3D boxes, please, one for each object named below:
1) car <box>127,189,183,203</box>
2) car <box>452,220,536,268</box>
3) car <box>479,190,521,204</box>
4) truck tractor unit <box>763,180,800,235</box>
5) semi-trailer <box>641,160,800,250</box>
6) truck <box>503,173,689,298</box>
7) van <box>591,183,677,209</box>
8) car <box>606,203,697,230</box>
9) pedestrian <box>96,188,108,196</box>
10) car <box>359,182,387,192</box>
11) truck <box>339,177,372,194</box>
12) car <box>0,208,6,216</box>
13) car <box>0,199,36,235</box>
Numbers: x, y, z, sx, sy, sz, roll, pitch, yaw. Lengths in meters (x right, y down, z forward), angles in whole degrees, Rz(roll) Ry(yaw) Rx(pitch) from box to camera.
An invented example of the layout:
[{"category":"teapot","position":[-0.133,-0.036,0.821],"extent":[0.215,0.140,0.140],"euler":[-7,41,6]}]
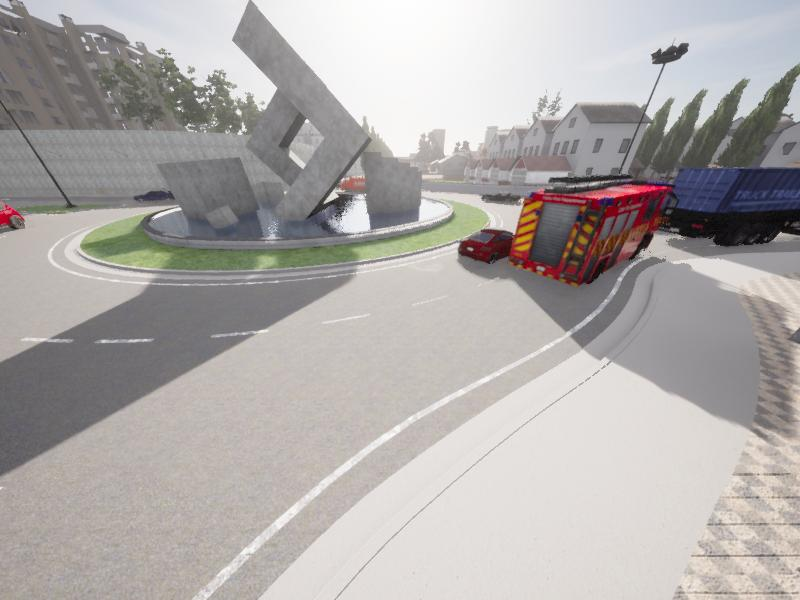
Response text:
[{"category":"car","position":[-32.817,-14.032,31.170],"extent":[4.674,1.442,1.812],"euler":[-11,32,-18]},{"category":"car","position":[5.034,-3.118,12.341],"extent":[4.181,1.385,1.994],"euler":[-21,36,-31]},{"category":"car","position":[13.313,-13.729,30.794],"extent":[4.718,1.301,1.895],"euler":[15,33,25]},{"category":"truck tractor unit","position":[31.221,-6.620,15.553],"extent":[6.516,4.208,3.053],"euler":[-2,30,-3]},{"category":"semi-trailer","position":[23.421,-6.074,14.409],"extent":[14.254,4.402,2.717],"euler":[-5,30,-10]},{"category":"truck","position":[8.997,-3.516,10.580],"extent":[8.468,3.827,2.891],"euler":[-19,35,-29]},{"category":"van","position":[26.830,-12.111,26.859],"extent":[6.366,2.431,2.351],"euler":[4,30,7]},{"category":"car","position":[19.739,-6.668,18.278],"extent":[5.366,1.575,1.801],"euler":[-5,30,-9]},{"category":"pedestrian","position":[-47.332,-17.222,36.687],"extent":[0.500,1.100,0.500],"euler":[0,30,0]},{"category":"car","position":[-5.088,-21.838,44.507],"extent":[4.856,1.649,2.033],"euler":[5,30,9]},{"category":"truck","position":[-7.961,-20.620,41.576],"extent":[5.204,2.467,2.627],"euler":[2,30,1]},{"category":"car","position":[-40.774,-8.781,21.629],"extent":[3.866,1.878,1.905],"euler":[4,30,6]},{"category":"car","position":[-29.072,-5.341,15.514],"extent":[2.150,2.045,5.566],"euler":[-14,33,-22]}]
